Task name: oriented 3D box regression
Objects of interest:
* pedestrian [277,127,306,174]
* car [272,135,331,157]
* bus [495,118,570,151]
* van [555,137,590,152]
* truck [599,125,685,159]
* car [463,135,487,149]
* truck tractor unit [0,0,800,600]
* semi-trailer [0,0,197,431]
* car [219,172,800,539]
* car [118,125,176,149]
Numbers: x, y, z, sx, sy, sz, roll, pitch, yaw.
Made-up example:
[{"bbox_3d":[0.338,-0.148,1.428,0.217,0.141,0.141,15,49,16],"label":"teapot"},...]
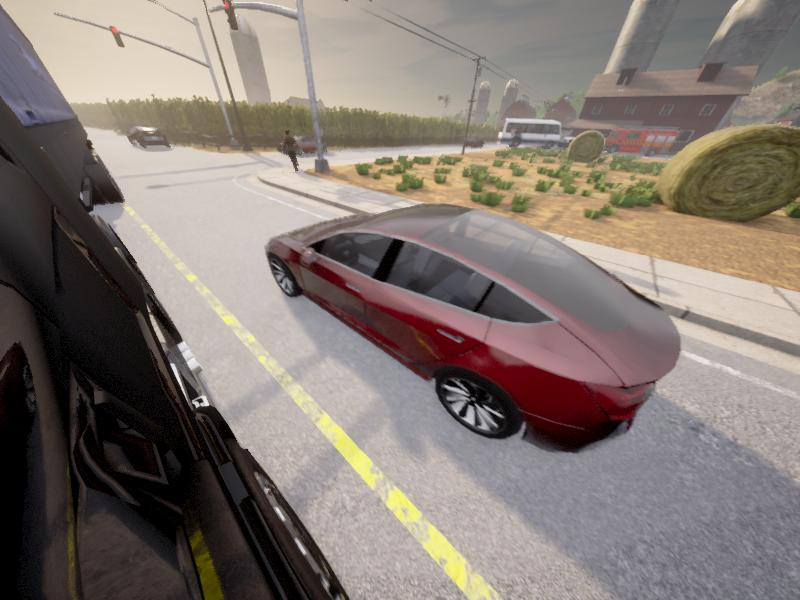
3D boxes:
[{"bbox_3d":[-5.336,-7.373,11.432,0.751,1.860,0.751,-21,43,-28],"label":"pedestrian"},{"bbox_3d":[-8.469,-13.546,20.229,1.994,1.385,4.181,26,42,28],"label":"car"},{"bbox_3d":[23.283,-29.752,41.562,10.273,4.253,3.944,6,36,5],"label":"bus"},{"bbox_3d":[30.996,-28.001,41.540,4.480,2.038,2.069,25,42,27],"label":"van"},{"bbox_3d":[38.127,-25.451,37.076,8.468,3.827,2.891,25,42,27],"label":"truck"},{"bbox_3d":[12.513,-26.406,38.473,2.097,1.767,4.553,25,42,27],"label":"car"},{"bbox_3d":[-2.645,-0.295,0.351,6.516,4.208,3.053,28,44,30],"label":"truck tractor unit"},{"bbox_3d":[-8.459,-3.751,4.459,14.254,4.402,2.717,31,45,32],"label":"semi-trailer"},{"bbox_3d":[0.119,-0.415,2.992,4.792,1.488,2.163,28,43,30],"label":"car"},{"bbox_3d":[-22.523,-14.521,20.550,4.792,1.488,2.163,26,42,28],"label":"car"}]
